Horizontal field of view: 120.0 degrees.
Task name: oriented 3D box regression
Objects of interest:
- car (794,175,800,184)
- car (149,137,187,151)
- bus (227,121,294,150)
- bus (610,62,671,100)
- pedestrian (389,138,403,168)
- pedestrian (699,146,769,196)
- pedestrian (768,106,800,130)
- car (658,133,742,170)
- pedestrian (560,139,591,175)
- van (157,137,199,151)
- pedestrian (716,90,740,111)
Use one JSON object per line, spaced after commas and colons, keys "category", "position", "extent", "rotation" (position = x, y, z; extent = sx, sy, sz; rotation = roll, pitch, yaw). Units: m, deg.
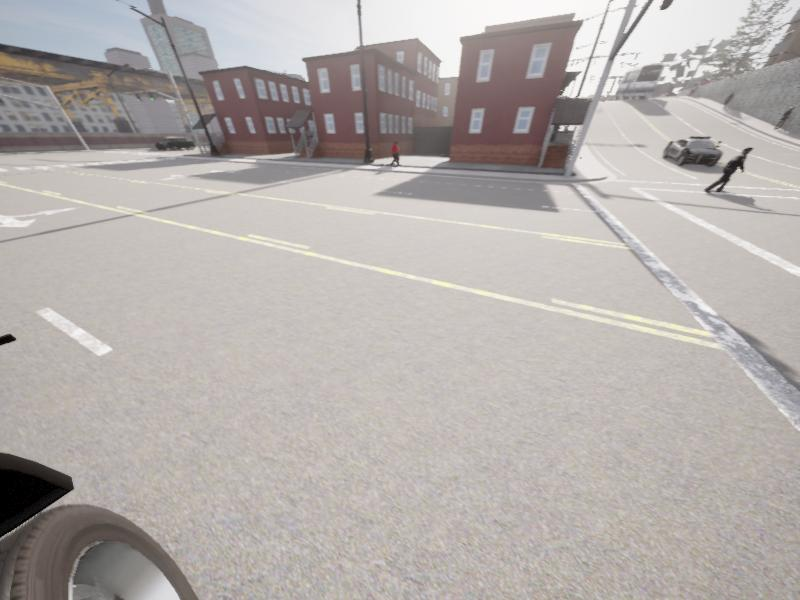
{"category": "car", "position": [22.164, -5.809, 10.354], "extent": [1.932, 1.855, 4.605], "rotation": [10, 39, 15]}
{"category": "car", "position": [-41.166, -27.805, 41.080], "extent": [1.905, 1.878, 3.866], "rotation": [15, 38, 20]}
{"category": "bus", "position": [-26.848, -32.424, 45.540], "extent": [3.944, 4.253, 10.273], "rotation": [15, 38, 20]}
{"category": "bus", "position": [41.606, -38.123, 40.697], "extent": [3.944, 4.253, 10.273], "rotation": [15, 43, 20]}
{"category": "pedestrian", "position": [-0.305, -11.147, 17.561], "extent": [0.751, 1.860, 0.751], "rotation": [20, 40, 25]}
{"category": "pedestrian", "position": [14.758, -5.758, 10.308], "extent": [0.751, 1.860, 0.751], "rotation": [13, 38, 18]}
{"category": "pedestrian", "position": [37.554, -17.718, 22.537], "extent": [0.751, 1.860, 0.751], "rotation": [16, 38, 21]}
{"category": "car", "position": [22.255, -11.387, 17.511], "extent": [1.930, 1.638, 5.238], "rotation": [15, 43, 20]}
{"category": "pedestrian", "position": [11.002, -8.982, 14.559], "extent": [0.751, 1.860, 0.751], "rotation": [7, 36, 9]}
{"category": "van", "position": [-38.059, -26.895, 39.730], "extent": [1.775, 1.987, 4.442], "rotation": [15, 38, 20]}
{"category": "pedestrian", "position": [41.240, -25.069, 29.041], "extent": [0.751, 1.860, 0.751], "rotation": [16, 38, 21]}
